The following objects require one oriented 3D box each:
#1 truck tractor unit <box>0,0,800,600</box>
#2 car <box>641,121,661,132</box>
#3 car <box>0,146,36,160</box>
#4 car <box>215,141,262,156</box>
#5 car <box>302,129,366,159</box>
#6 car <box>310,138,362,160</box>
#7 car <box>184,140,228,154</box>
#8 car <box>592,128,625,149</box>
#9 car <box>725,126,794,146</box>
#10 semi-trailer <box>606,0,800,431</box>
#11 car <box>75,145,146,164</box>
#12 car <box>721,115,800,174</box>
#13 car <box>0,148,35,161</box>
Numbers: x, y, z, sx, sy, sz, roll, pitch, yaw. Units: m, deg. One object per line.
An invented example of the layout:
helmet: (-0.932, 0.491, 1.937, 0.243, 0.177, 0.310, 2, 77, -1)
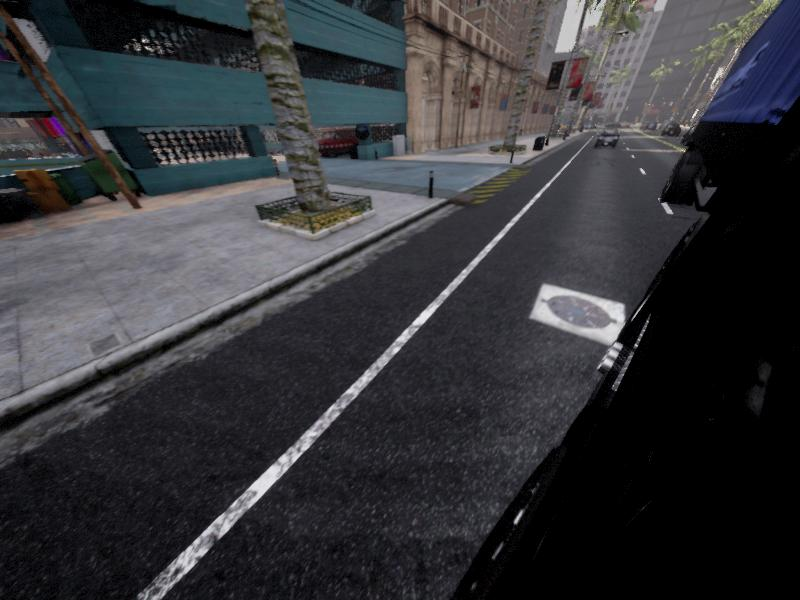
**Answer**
truck tractor unit: (2.645, -0.295, 0.351, 6.516, 4.208, 3.053, -28, 44, -30)
car: (53.817, -37.333, 49.640, 2.033, 1.649, 4.856, 22, 43, 29)
car: (-69.782, -26.312, 41.386, 1.932, 1.855, 4.605, 22, 43, 29)
car: (-21.683, -20.490, 31.142, 1.895, 1.301, 4.718, 22, 43, 29)
car: (-6.176, -15.239, 22.479, 2.435, 2.045, 5.566, 22, 43, 29)
car: (-6.129, -14.953, 22.750, 2.007, 1.523, 4.514, 22, 43, 29)
car: (-30.873, -24.510, 36.985, 2.161, 1.482, 4.786, 22, 43, 29)
car: (20.028, -15.591, 22.272, 1.845, 1.501, 3.633, 22, 43, 29)
car: (31.402, -14.529, 20.411, 1.895, 1.301, 4.718, 22, 43, 29)
semi-trailer: (8.278, -3.837, 4.636, 2.717, 4.402, 14.254, 29, 47, 35)
car: (-34.267, -17.409, 27.531, 2.128, 1.511, 4.902, 22, 43, 29)
car: (18.985, -7.722, 11.288, 2.150, 2.045, 5.566, 22, 43, 29)
car: (-66.949, -25.022, 39.781, 1.851, 1.617, 3.988, 22, 43, 29)
